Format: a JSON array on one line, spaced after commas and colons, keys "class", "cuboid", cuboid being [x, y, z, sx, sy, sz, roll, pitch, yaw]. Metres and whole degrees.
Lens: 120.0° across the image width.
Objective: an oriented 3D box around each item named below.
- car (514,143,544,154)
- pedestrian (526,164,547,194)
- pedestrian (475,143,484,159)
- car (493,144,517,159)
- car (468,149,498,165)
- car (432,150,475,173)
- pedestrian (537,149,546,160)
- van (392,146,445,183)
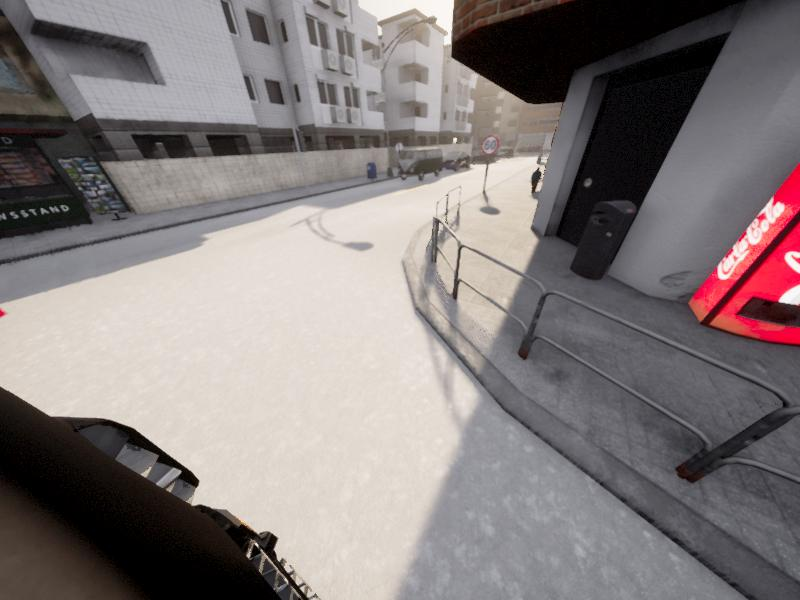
[{"class": "car", "cuboid": [24.533, -28.839, 43.955, 5.008, 1.535, 1.882, -16, 36, -19]}, {"class": "pedestrian", "cuboid": [5.984, -5.311, 10.170, 0.500, 1.100, 0.500, 12, 37, 21]}, {"class": "pedestrian", "cuboid": [11.226, -20.989, 32.577, 0.751, 1.860, 0.751, 13, 37, 22]}, {"class": "car", "cuboid": [15.963, -22.623, 35.147, 2.033, 1.649, 4.856, 19, 39, 29]}, {"class": "car", "cuboid": [10.054, -17.288, 27.865, 1.895, 1.301, 4.718, 18, 39, 28]}, {"class": "car", "cuboid": [5.091, -12.970, 21.575, 2.163, 1.488, 4.792, 18, 39, 28]}, {"class": "pedestrian", "cuboid": [17.686, -18.217, 28.883, 0.500, 1.100, 0.500, -4, 34, -2]}, {"class": "van", "cuboid": [1.458, -9.964, 16.868, 1.775, 1.987, 4.442, 18, 39, 28]}]
